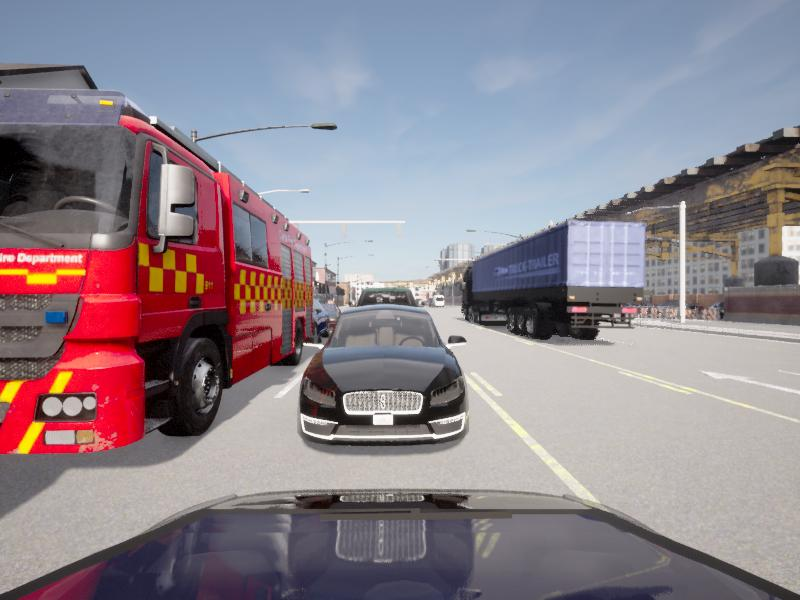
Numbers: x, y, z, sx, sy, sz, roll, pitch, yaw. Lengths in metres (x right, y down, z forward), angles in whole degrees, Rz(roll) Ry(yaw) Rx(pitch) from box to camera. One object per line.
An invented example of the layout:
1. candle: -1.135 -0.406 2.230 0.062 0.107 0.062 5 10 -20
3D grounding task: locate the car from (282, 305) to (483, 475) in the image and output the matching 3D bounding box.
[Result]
1. car: -0.220 0.845 6.104 1.837 1.490 4.892 0 0 -2

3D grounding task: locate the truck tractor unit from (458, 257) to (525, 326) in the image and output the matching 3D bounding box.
1. truck tractor unit: 6.109 -0.524 27.852 3.053 4.208 6.516 0 0 -2

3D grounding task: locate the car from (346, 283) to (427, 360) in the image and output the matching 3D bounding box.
1. car: -0.444 0.568 13.466 2.150 2.045 5.566 0 0 -2

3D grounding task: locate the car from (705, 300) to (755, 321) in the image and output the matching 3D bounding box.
1. car: 26.240 0.796 32.028 2.038 1.542 4.974 0 0 27

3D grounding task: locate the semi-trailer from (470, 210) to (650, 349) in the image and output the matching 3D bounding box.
1. semi-trailer: 6.403 -0.633 19.945 2.717 4.402 14.254 1 0 -2

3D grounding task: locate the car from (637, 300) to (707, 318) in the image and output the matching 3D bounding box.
1. car: 25.288 0.796 37.368 2.038 1.542 4.974 0 0 -38

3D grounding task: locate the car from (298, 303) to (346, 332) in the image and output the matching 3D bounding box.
1. car: -4.249 0.897 22.560 2.033 1.411 5.357 0 0 -4

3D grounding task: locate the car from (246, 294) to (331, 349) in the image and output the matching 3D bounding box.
1. car: -3.999 0.694 15.235 2.097 1.767 4.553 0 0 -2

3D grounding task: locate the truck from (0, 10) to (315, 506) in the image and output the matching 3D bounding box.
1. truck: -3.763 -0.320 7.296 2.891 3.827 8.468 0 0 -2
